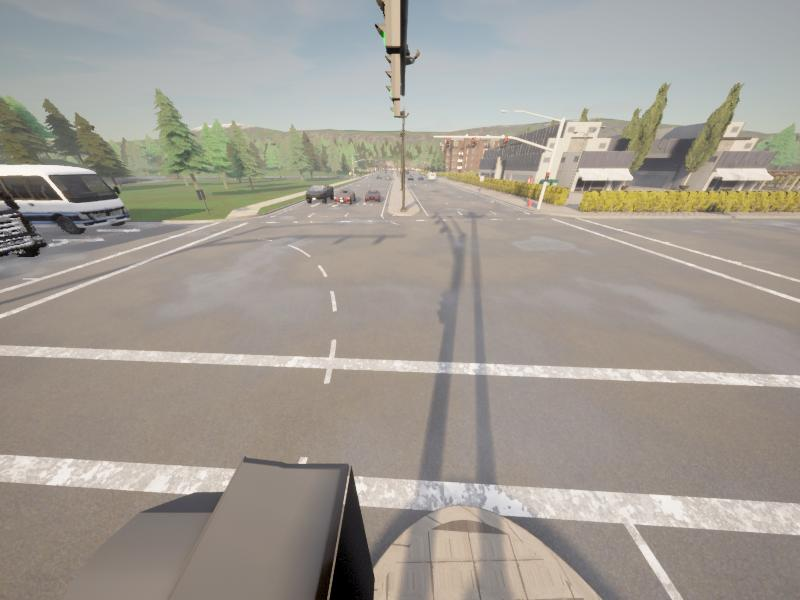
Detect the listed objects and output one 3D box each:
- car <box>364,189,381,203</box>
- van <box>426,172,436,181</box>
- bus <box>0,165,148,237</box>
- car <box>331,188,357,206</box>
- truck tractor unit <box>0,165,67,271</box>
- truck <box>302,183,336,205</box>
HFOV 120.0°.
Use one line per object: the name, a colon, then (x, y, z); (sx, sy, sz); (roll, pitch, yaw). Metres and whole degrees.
car: (-3.720, -14.464, 31.989); (1.994, 1.385, 4.181); (0, 30, -1)
van: (10.659, -42.364, 79.256); (2.351, 2.431, 6.366); (0, 30, 0)
bus: (-26.157, -7.156, 16.448); (10.273, 4.253, 3.944); (0, 30, 0)
car: (-7.190, -13.642, 30.312); (2.152, 1.651, 5.027); (0, 30, -1)
truck tractor unit: (-21.527, -3.583, 10.296); (6.516, 4.208, 3.053); (0, 30, 0)
truck: (-10.710, -14.415, 31.174); (2.390, 2.098, 6.274); (0, 30, -1)
